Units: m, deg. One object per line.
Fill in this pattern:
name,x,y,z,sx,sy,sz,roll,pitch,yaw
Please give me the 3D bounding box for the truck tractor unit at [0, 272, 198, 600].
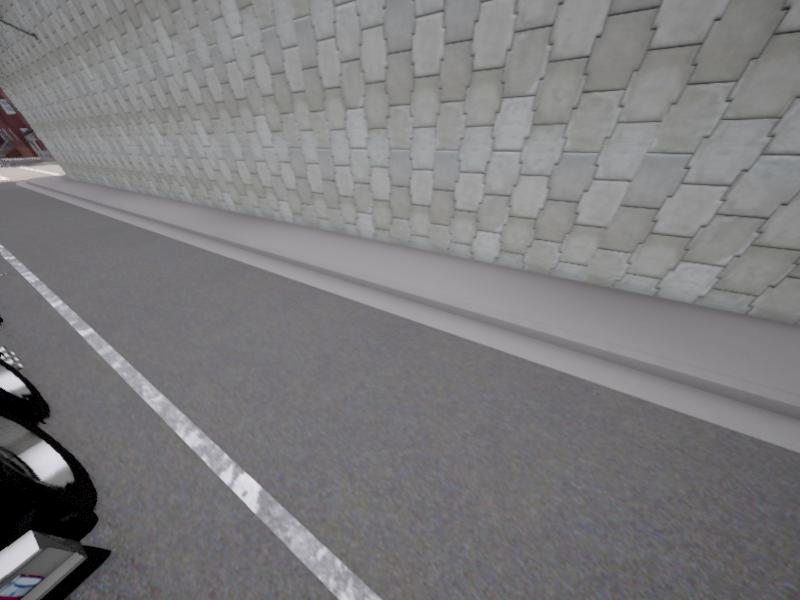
truck tractor unit,-5.127,-0.285,0.759,6.516,4.208,3.053,18,39,24
